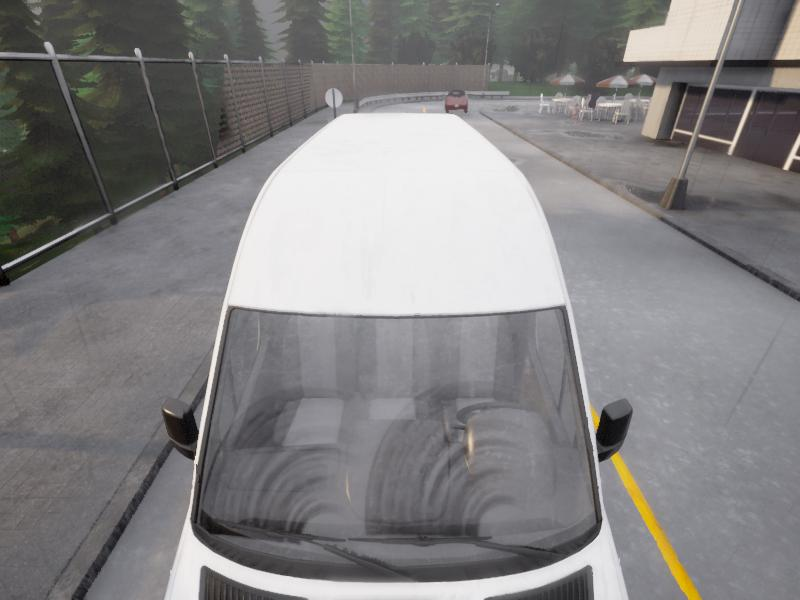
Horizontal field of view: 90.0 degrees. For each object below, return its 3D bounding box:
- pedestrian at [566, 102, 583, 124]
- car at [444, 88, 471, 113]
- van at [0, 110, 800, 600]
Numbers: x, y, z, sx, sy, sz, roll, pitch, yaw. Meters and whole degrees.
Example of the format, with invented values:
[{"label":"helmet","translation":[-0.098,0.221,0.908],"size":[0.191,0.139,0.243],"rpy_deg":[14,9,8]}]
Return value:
[{"label":"pedestrian","translation":[10.247,-10.972,23.470],"size":[0.500,1.100,0.500],"rpy_deg":[-6,31,-10]},{"label":"car","translation":[4.381,-15.451,30.969],"size":[1.845,1.501,3.633],"rpy_deg":[3,30,5]},{"label":"van","translation":[-0.019,0.046,3.433],"size":[1.988,2.561,5.915],"rpy_deg":[0,30,0]}]
